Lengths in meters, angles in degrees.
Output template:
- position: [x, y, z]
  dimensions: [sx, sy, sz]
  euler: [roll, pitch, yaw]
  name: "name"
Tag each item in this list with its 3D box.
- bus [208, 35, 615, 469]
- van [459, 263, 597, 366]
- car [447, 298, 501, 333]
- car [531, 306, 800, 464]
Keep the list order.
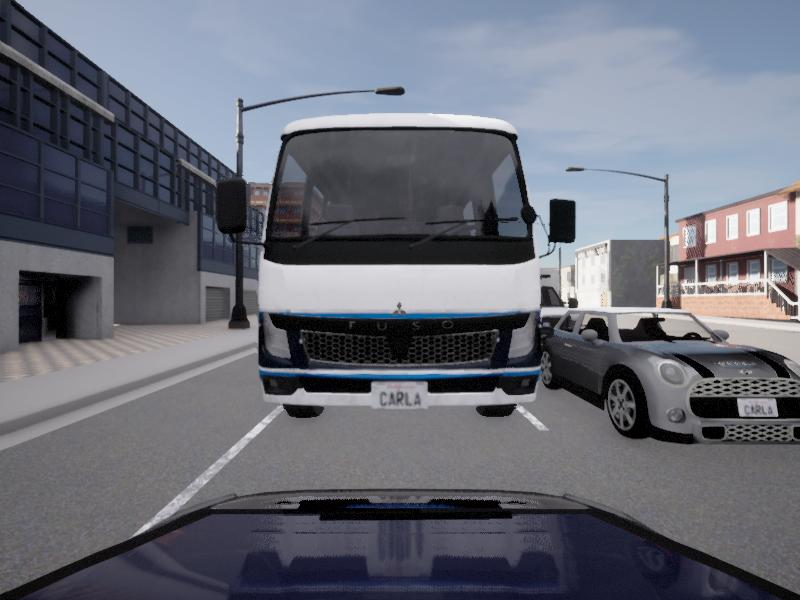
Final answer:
- position: [0.119, -0.573, 9.069]
  dimensions: [3.944, 4.253, 10.273]
  euler: [0, 1, 0]
  name: "bus"
- position: [3.500, 0.309, 12.675]
  dimensions: [2.351, 2.431, 6.366]
  euler: [0, 1, 0]
  name: "van"
- position: [3.500, 0.684, 19.814]
  dimensions: [1.812, 1.442, 4.674]
  euler: [0, 1, 0]
  name: "car"
- position: [3.502, 0.852, 5.780]
  dimensions: [1.970, 1.475, 3.806]
  euler: [0, 0, 0]
  name: "car"
